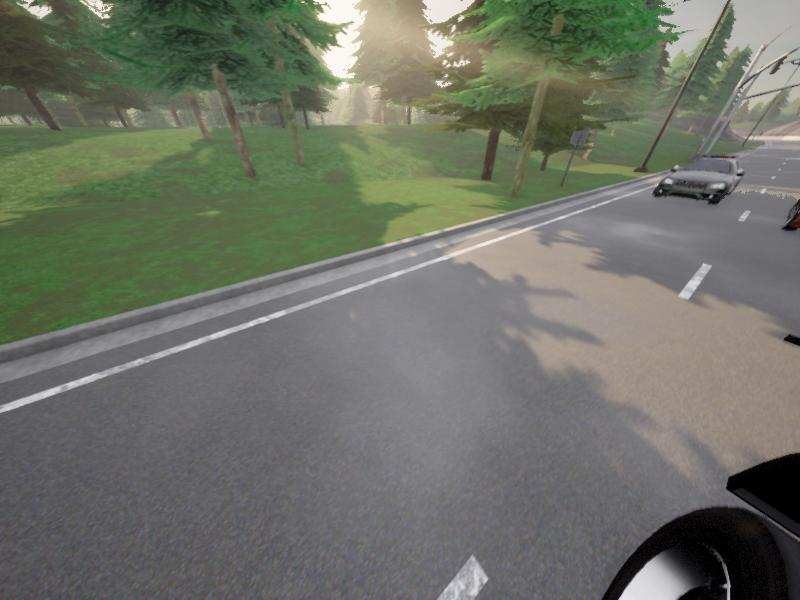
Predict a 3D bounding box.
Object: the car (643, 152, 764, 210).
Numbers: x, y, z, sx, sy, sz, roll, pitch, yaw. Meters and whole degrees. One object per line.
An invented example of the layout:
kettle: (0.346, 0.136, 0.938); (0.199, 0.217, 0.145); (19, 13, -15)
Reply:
car: (13.007, -5.261, 9.881); (4.974, 1.542, 2.038); (-22, 41, -28)

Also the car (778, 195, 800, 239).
car: (12.595, -2.559, 6.206); (4.181, 1.385, 1.994); (-22, 41, -28)
